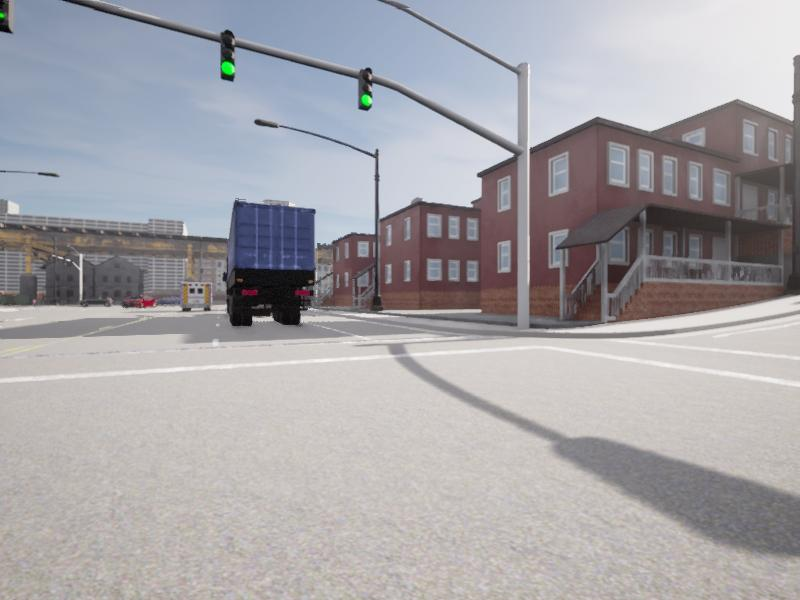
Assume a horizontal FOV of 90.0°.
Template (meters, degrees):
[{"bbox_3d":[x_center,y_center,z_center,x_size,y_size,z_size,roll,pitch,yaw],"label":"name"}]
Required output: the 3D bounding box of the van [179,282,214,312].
[{"bbox_3d":[-17.689,-0.227,35.049,2.351,2.431,6.366,0,0,-24],"label":"van"}]

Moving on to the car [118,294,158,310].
[{"bbox_3d":[-28.277,0.212,43.428,1.882,1.535,5.008,0,0,-11],"label":"car"}]

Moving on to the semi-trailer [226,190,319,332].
[{"bbox_3d":[-6.906,-1.222,19.489,2.717,4.402,14.254,0,0,-24],"label":"semi-trailer"}]

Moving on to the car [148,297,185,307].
[{"bbox_3d":[-35.452,0.258,60.919,4.674,1.442,1.812,0,0,-24],"label":"car"}]

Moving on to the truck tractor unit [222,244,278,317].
[{"bbox_3d":[-10.151,-1.123,26.715,3.053,4.208,6.516,0,0,-24],"label":"truck tractor unit"}]

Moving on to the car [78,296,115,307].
[{"bbox_3d":[-41.258,0.197,54.502,3.705,1.549,1.789,0,0,-24],"label":"car"}]
